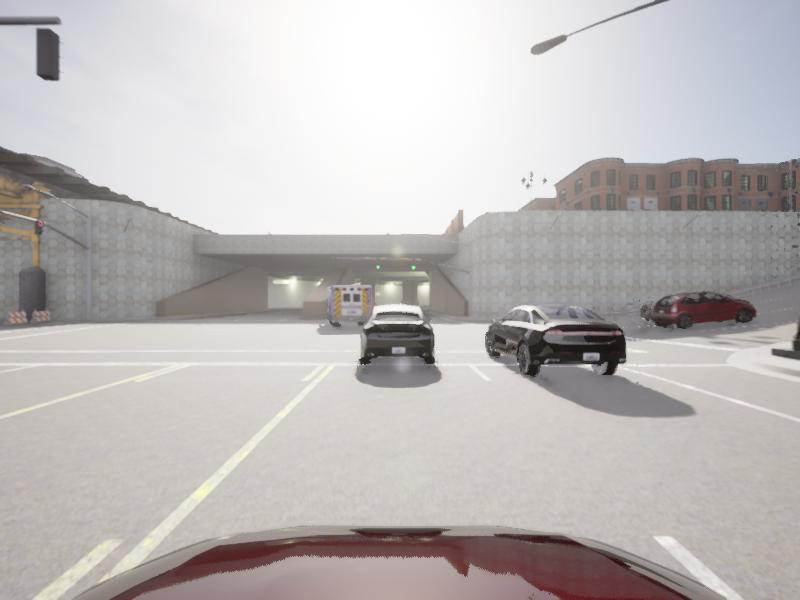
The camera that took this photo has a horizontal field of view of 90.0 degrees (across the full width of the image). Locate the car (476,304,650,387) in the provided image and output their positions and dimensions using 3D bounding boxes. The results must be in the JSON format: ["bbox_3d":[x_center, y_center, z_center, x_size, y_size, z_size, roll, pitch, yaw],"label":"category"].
[{"bbox_3d":[3.450,0.859,9.761,2.128,1.511,4.902,0,-1,-1],"label":"car"}]

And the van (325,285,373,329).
[{"bbox_3d":[-3.447,0.386,25.765,2.351,2.431,6.366,0,0,-13],"label":"van"}]

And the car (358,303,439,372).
[{"bbox_3d":[-0.126,0.874,11.493,1.837,1.490,4.892,0,0,-2],"label":"car"}]

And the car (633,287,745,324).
[{"bbox_3d":[15.839,0.279,22.095,4.674,1.442,1.812,-6,0,2],"label":"car"}]

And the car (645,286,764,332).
[{"bbox_3d":[14.058,0.396,18.633,3.988,1.617,1.851,-6,0,0],"label":"car"}]
